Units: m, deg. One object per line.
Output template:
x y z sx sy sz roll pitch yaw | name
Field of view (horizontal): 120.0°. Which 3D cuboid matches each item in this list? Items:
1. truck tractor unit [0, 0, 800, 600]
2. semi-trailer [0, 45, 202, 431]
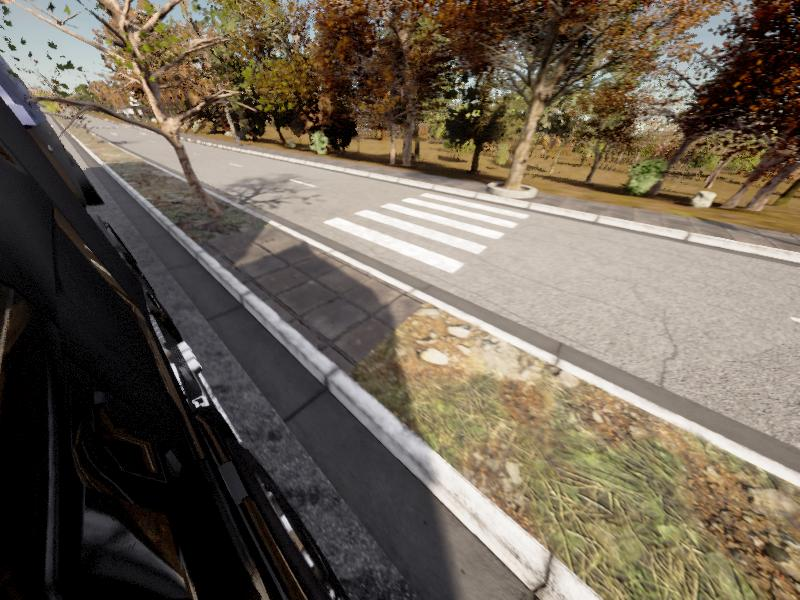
-2.645 -0.295 0.351 6.516 4.208 3.053 28 44 30 | truck tractor unit
-8.707 -3.581 4.247 14.254 4.402 2.717 28 44 30 | semi-trailer
